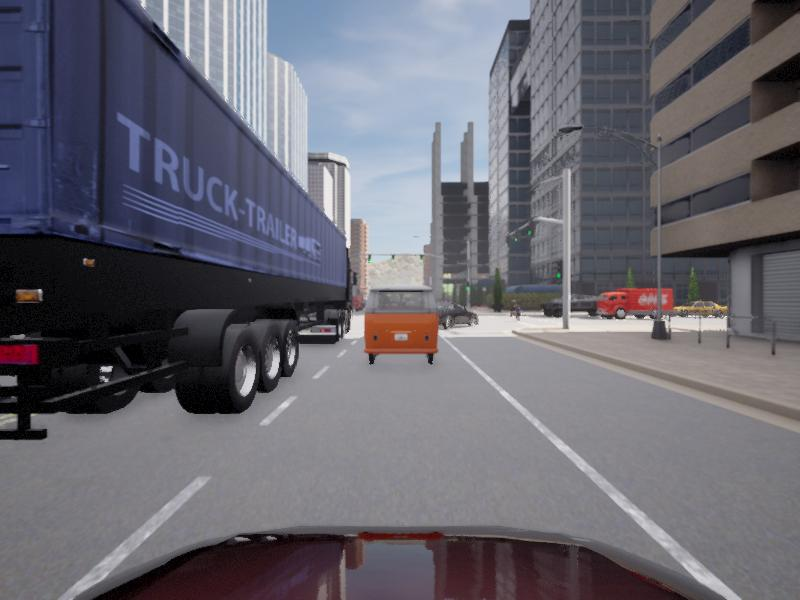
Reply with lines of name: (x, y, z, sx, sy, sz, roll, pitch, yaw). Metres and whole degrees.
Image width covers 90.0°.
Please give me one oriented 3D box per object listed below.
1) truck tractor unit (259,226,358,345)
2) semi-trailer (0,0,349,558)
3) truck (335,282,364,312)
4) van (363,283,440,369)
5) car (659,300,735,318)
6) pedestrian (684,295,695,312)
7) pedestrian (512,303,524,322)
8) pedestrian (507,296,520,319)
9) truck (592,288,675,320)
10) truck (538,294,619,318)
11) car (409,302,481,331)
truck tractor unit: (-3.576, -0.537, 17.474, 3.053, 4.208, 6.516, 0, 0, -2)
semi-trailer: (-3.480, -0.626, 9.562, 2.717, 4.402, 14.254, 0, 0, 0)
truck: (-6.794, -0.367, 54.740, 2.891, 3.827, 8.468, 0, 0, 0)
van: (0.036, 0.590, 11.417, 1.775, 1.987, 4.442, 0, 0, 0)
car: (26.474, 0.772, 35.809, 5.366, 1.575, 1.801, 0, 0, 2)
pedestrian: (32.964, 0.421, 45.590, 0.751, 1.860, 0.751, 0, 0, 3)
pedestrian: (8.413, 0.893, 28.484, 0.751, 1.300, 0.751, 0, 0, 8)
pedestrian: (9.313, 0.609, 32.885, 0.751, 1.860, 0.751, 0, 0, -17)
truck: (18.856, 0.329, 32.481, 5.204, 2.467, 2.627, 0, 0, 1)
truck: (15.966, 0.512, 36.036, 6.274, 2.098, 2.390, 0, 0, 1)
car: (2.650, 0.851, 22.450, 1.812, 1.442, 4.674, 0, 0, 38)
